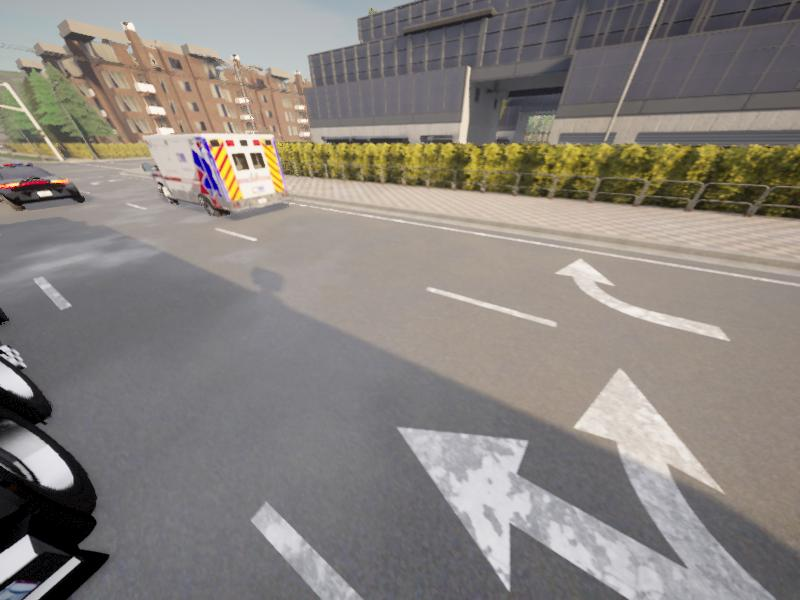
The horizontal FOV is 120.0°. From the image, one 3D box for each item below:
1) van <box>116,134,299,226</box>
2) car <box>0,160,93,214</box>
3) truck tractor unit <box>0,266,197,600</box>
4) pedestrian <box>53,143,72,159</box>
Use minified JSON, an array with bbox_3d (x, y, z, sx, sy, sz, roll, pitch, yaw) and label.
[{"bbox_3d":[-7.393,-4.896,8.979,6.366,2.431,2.351,18,39,24],"label":"van"},{"bbox_3d":[-16.400,-5.121,10.169,4.974,1.542,2.038,18,39,24],"label":"car"},{"bbox_3d":[-5.116,-0.295,0.776,6.516,4.208,3.053,18,39,24],"label":"truck tractor unit"},{"bbox_3d":[-49.992,-22.073,34.226,0.751,1.860,0.751,17,39,24],"label":"pedestrian"}]
